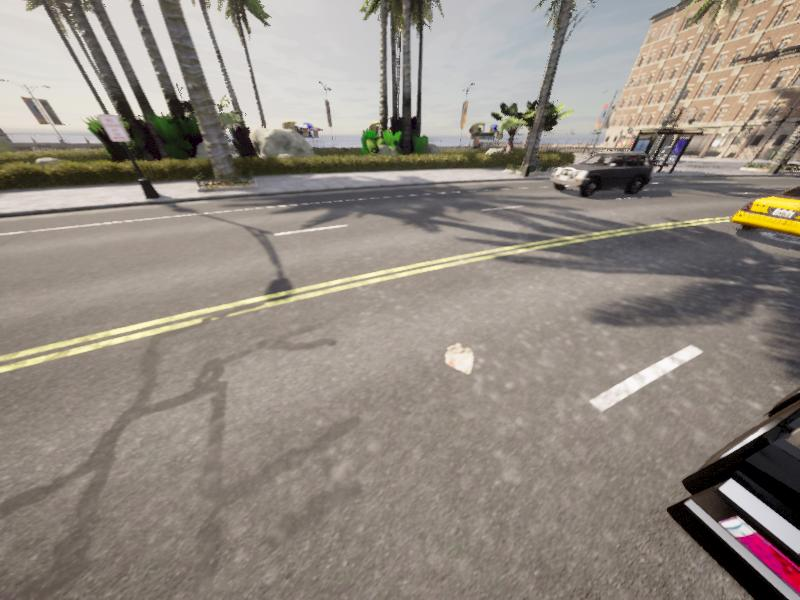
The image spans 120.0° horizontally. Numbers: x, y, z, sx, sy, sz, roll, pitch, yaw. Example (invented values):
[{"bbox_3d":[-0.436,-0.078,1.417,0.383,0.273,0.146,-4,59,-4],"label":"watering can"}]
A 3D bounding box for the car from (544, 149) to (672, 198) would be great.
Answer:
[{"bbox_3d":[10.186,-6.401,11.575,4.605,1.855,1.932,-8,36,-12],"label":"car"}]

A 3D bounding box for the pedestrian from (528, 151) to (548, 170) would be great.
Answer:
[{"bbox_3d":[11.448,-11.625,19.230,0.751,1.300,0.751,-9,36,-13],"label":"pedestrian"}]

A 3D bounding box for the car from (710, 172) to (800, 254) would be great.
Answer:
[{"bbox_3d":[12.268,-2.542,6.362,5.366,1.575,1.801,-7,36,-11],"label":"car"}]

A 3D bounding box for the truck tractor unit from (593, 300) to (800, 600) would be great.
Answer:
[{"bbox_3d":[5.230,-0.159,0.586,6.516,4.208,3.053,-13,37,-18],"label":"truck tractor unit"}]
